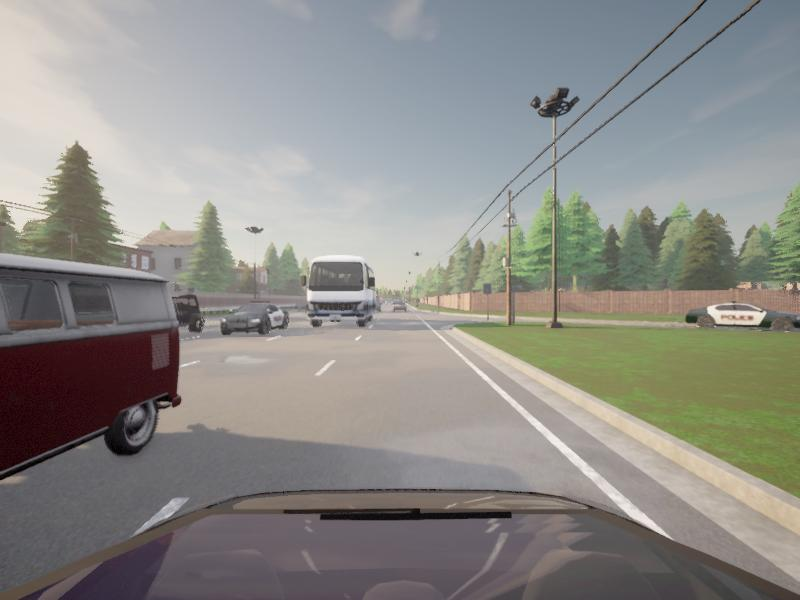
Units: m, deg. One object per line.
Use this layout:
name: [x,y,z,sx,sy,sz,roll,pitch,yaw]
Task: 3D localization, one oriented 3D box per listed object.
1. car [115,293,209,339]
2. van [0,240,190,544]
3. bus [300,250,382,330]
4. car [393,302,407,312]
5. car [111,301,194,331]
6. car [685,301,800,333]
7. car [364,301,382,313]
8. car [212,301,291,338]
car: [-10.497,0.648,18.020,1.905,1.878,3.866,0,0,0]
van: [-3.498,0.601,2.751,1.775,1.987,4.442,0,0,0]
bus: [-3.375,-0.529,26.485,3.944,4.253,10.273,0,0,0]
car: [-0.008,0.948,55.557,1.895,1.301,4.718,0,0,0]
car: [-13.996,0.832,23.030,2.007,1.525,4.514,0,0,0]
car: [18.433,0.828,21.466,4.974,1.542,2.038,0,0,40]
car: [-3.510,0.840,53.435,2.128,1.511,4.902,0,0,0]
car: [-6.996,0.825,19.513,2.038,1.542,4.974,0,0,0]
